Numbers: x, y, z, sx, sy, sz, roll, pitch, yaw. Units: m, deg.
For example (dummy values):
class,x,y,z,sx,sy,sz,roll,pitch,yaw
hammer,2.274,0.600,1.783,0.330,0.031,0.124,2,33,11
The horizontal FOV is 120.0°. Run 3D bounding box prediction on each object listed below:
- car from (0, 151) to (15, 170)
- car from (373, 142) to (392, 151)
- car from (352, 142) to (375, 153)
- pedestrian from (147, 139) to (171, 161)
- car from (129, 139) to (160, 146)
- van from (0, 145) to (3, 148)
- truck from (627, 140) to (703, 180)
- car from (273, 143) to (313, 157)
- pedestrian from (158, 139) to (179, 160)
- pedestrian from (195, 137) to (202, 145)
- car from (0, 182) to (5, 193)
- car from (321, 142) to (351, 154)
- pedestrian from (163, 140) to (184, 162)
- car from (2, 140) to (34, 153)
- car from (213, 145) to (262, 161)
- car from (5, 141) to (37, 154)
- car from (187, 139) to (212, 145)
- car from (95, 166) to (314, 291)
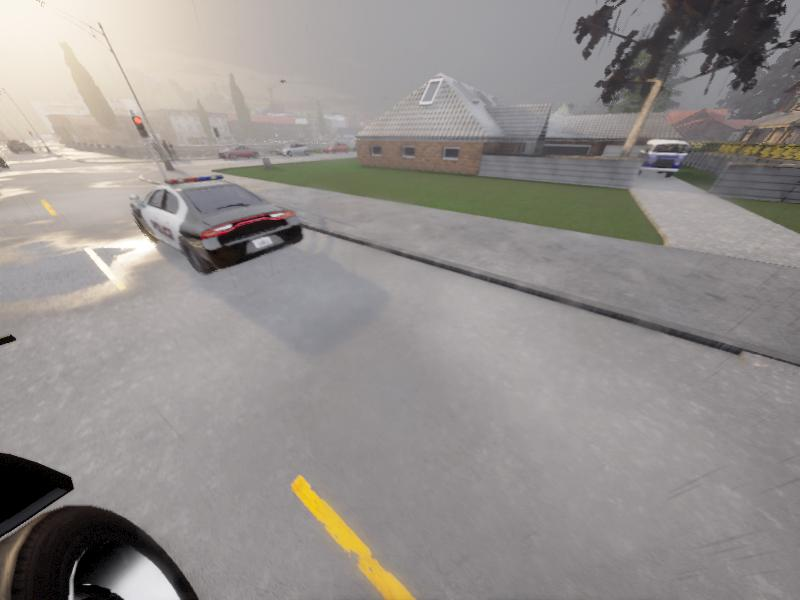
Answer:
class,x,y,z,sx,sy,sz,roll,pitch,yaw
car,-33.657,-11.335,18.291,4.856,1.649,2.033,16,38,21
car,-3.470,-30.800,46.329,1.845,1.501,3.633,22,40,27
car,-6.638,-28.133,42.556,1.816,1.474,4.193,22,40,27
pedestrian,-24.931,-15.545,23.903,0.751,1.860,0.751,2,35,2
car,-69.239,-42.748,62.597,2.152,1.651,5.027,22,40,27
van,-84.808,-32.049,46.882,4.480,2.038,2.069,7,36,9
truck,17.546,-9.619,15.651,2.069,2.038,4.478,22,40,27
car,-14.988,-21.191,32.566,2.007,1.525,4.514,22,40,27
pedestrian,-24.668,-16.053,24.627,0.751,1.860,0.751,19,39,25
pedestrian,-57.798,-45.478,66.157,0.751,1.860,0.751,-24,42,-31
car,-21.292,-5.995,10.782,4.611,1.667,2.242,22,40,27
car,-10.446,-24.979,37.993,2.007,1.525,4.514,22,40,27
pedestrian,-23.841,-15.682,24.318,0.751,1.860,0.751,23,41,29
car,-62.019,-25.001,37.524,4.974,1.542,2.038,22,40,27
car,-19.236,-17.591,27.545,1.994,1.385,4.181,21,40,27
car,-56.579,-22.804,34.501,4.193,1.474,1.816,22,40,27
car,-61.875,-48.902,71.398,1.930,1.638,5.238,22,40,27
car,-4.668,-2.089,5.510,4.974,1.542,2.038,22,40,28
